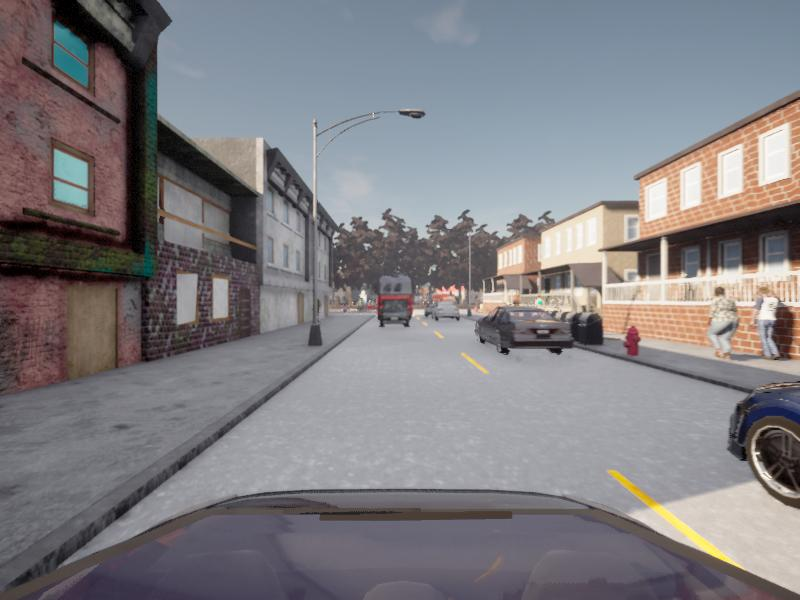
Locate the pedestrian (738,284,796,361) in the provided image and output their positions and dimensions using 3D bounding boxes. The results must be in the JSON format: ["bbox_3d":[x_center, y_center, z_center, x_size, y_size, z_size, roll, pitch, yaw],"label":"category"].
[{"bbox_3d":[9.114,0.540,9.952,0.751,1.860,0.751,0,0,1],"label":"pedestrian"}]

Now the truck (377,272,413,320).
[{"bbox_3d":[-0.539,-0.295,36.068,2.891,3.827,8.468,0,0,-2],"label":"truck"}]

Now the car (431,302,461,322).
[{"bbox_3d":[3.619,0.892,32.037,1.812,1.442,4.674,0,0,0],"label":"car"}]

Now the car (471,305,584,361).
[{"bbox_3d":[3.819,0.904,13.178,2.033,1.411,5.357,0,0,0],"label":"car"}]

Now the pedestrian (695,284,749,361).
[{"bbox_3d":[8.050,0.540,10.029,0.751,1.860,0.751,0,0,3],"label":"pedestrian"}]

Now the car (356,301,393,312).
[{"bbox_3d":[-3.598,0.889,56.711,4.792,1.488,2.163,0,0,17],"label":"car"}]

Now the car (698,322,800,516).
[{"bbox_3d":[3.966,0.909,1.880,1.994,1.385,4.181,0,0,0],"label":"car"}]

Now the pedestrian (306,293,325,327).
[{"bbox_3d":[-4.774,0.549,22.640,0.751,1.860,0.751,0,0,16],"label":"pedestrian"}]

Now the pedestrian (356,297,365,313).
[{"bbox_3d":[-4.542,0.565,45.931,0.751,1.860,0.751,0,0,43],"label":"pedestrian"}]

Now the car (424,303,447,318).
[{"bbox_3d":[3.352,0.970,38.514,1.895,1.301,4.718,0,0,2],"label":"car"}]

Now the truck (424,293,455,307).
[{"bbox_3d":[10.944,-0.031,111.087,8.468,3.827,2.891,0,0,-1],"label":"truck"}]

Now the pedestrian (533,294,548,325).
[{"bbox_3d":[8.532,0.550,24.364,0.751,1.860,0.751,0,0,9],"label":"pedestrian"}]

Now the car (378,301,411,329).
[{"bbox_3d":[-0.363,0.834,23.973,1.789,1.549,3.705,0,0,-2],"label":"car"}]
